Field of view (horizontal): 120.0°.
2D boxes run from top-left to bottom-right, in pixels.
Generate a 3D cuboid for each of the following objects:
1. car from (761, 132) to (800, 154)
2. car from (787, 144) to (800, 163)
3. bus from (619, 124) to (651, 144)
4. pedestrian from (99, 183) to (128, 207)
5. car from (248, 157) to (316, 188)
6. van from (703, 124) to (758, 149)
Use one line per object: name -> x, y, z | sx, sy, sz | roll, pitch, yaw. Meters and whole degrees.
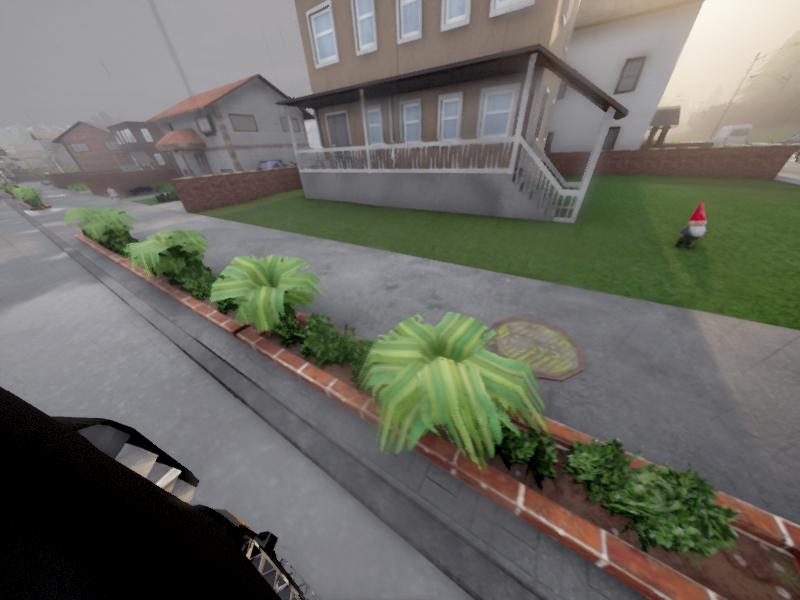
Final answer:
car -> 38.351, -15.148, 22.200 | 2.033, 1.649, 4.856 | 17, 38, 28
car -> 27.708, -9.266, 14.191 | 1.930, 1.638, 5.238 | 17, 39, 27
bus -> 67.404, -47.726, 66.581 | 3.944, 4.253, 10.273 | 17, 38, 27
pedestrian -> -16.015, -5.866, 12.922 | 0.500, 1.100, 0.500 | 17, 38, 27
car -> -8.092, -9.010, 16.223 | 1.845, 1.501, 3.633 | 17, 38, 27
van -> 46.443, -23.114, 32.729 | 1.988, 2.561, 5.915 | 17, 38, 27
